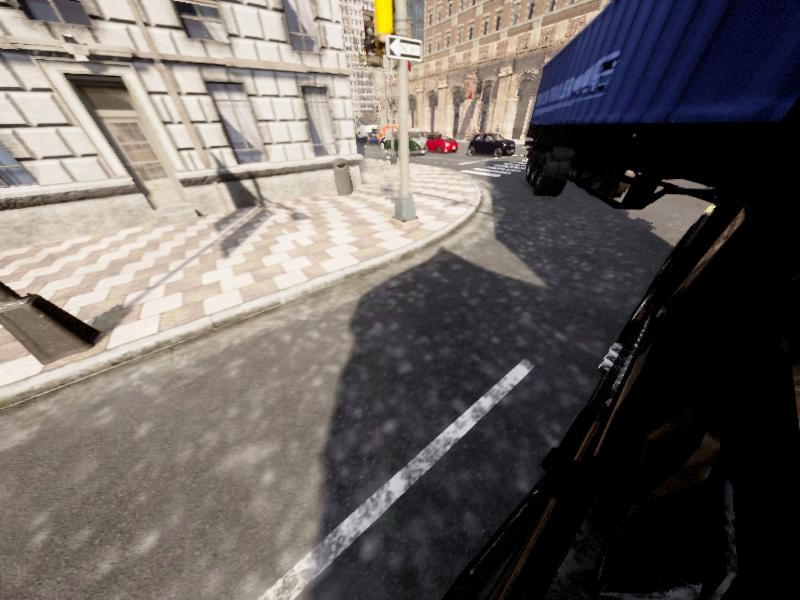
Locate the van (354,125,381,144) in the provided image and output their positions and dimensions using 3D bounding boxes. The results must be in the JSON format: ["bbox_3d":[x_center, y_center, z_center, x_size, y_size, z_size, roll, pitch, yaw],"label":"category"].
[{"bbox_3d":[-5.914,-30.051,41.893,1.988,2.561,5.915,-25,43,-27],"label":"van"}]

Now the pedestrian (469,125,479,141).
[{"bbox_3d":[10.578,-23.888,33.023,0.751,1.860,0.751,-20,40,-22],"label":"pedestrian"}]

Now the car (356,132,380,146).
[{"bbox_3d":[-5.144,-25.543,36.619,1.851,1.617,3.988,-25,42,-27],"label":"car"}]

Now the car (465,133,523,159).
[{"bbox_3d":[7.319,-12.301,18.337,1.845,1.501,3.633,-26,43,-28],"label":"car"}]

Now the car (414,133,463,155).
[{"bbox_3d":[3.559,-15.199,22.414,2.007,1.525,4.514,-26,43,-28],"label":"car"}]

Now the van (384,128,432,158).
[{"bbox_3d":[0.618,-14.154,20.798,1.775,1.987,4.442,-26,43,-28],"label":"van"}]

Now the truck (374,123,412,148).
[{"bbox_3d":[-1.022,-22.633,31.790,2.627,2.467,5.204,-25,42,-27],"label":"truck"}]

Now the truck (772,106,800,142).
[{"bbox_3d":[37.098,-16.446,20.269,8.468,3.827,2.891,-25,43,-27],"label":"truck"}]

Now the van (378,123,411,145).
[{"bbox_3d":[-0.937,-26.133,36.392,1.988,2.561,5.915,-25,42,-27],"label":"van"}]

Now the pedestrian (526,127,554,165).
[{"bbox_3d":[8.378,-9.247,13.893,0.751,1.860,0.751,-29,44,-31],"label":"pedestrian"}]

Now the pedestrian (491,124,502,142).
[{"bbox_3d":[12.569,-21.832,30.172,0.751,1.860,0.751,-27,43,-29],"label":"pedestrian"}]

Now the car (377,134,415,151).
[{"bbox_3d":[-0.534,-18.348,26.867,1.837,1.490,4.892,-25,43,-28],"label":"car"}]

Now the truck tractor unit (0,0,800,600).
[{"bbox_3d":[2.645,-0.295,0.351,6.516,4.208,3.053,-28,44,-30],"label":"truck tractor unit"}]

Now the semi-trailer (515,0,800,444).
[{"bbox_3d":[5.765,-4.666,5.820,2.717,4.402,14.254,9,38,13],"label":"semi-trailer"}]
